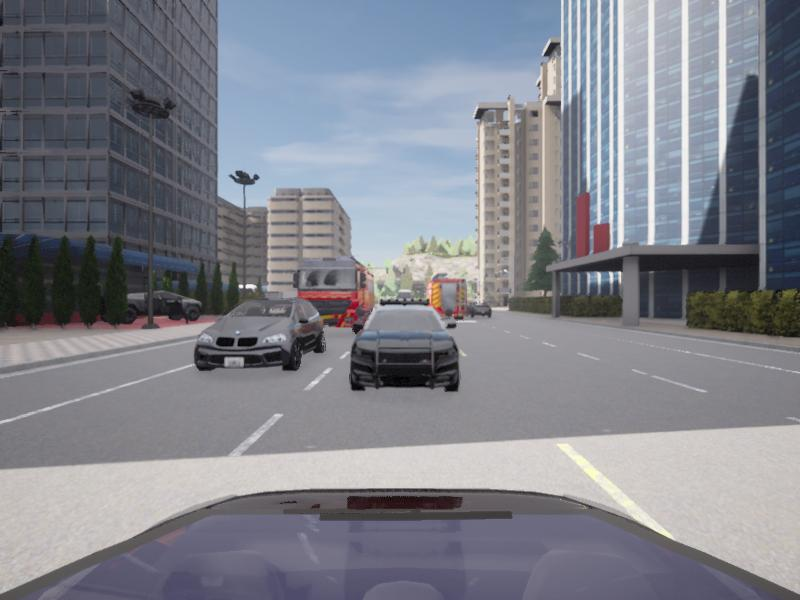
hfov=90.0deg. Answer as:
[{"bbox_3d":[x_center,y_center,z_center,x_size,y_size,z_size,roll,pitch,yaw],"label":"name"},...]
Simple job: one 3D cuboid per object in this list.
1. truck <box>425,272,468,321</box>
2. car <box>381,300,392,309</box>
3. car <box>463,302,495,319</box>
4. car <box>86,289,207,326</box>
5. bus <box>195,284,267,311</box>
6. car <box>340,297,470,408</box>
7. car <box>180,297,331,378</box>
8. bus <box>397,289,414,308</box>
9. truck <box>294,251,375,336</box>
[{"bbox_3d":[3.940,-0.249,35.767,2.891,3.827,8.468,0,0,1],"label":"truck"},{"bbox_3d":[-2.556,0.916,76.942,2.033,1.649,4.856,0,0,1],"label":"car"},{"bbox_3d":[7.466,0.913,38.212,2.128,1.511,4.902,0,0,1],"label":"car"},{"bbox_3d":[-16.305,0.449,26.179,2.390,2.098,6.274,0,0,31],"label":"car"},{"bbox_3d":[-27.931,-0.413,66.575,10.273,4.253,3.944,0,0,1],"label":"bus"},{"bbox_3d":[0.101,0.789,8.555,1.930,1.638,5.238,0,0,1],"label":"car"},{"bbox_3d":[-3.375,0.779,10.512,2.242,1.667,4.611,0,0,1],"label":"car"},{"bbox_3d":[1.335,-0.348,98.797,3.944,4.253,10.273,0,0,1],"label":"bus"},{"bbox_3d":[-3.188,-0.276,22.105,2.891,3.827,8.468,0,0,2],"label":"truck"}]
